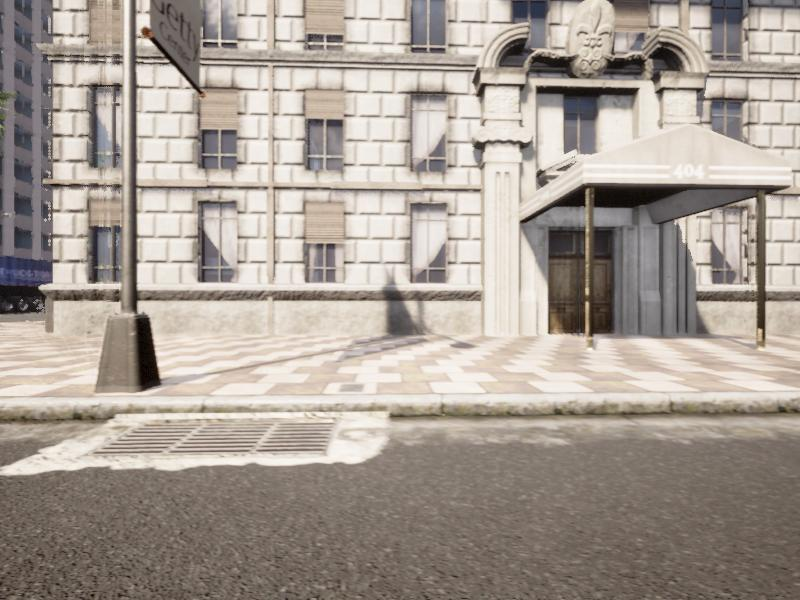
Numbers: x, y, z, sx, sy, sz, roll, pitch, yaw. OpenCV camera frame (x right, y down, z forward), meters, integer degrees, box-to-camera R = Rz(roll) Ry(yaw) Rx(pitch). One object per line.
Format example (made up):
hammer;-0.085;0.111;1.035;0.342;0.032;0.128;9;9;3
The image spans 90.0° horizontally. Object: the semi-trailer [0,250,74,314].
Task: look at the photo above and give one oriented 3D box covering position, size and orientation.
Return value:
semi-trailer;-29.139;-1.241;27.012;2.717;4.402;14.254;0;0;0
